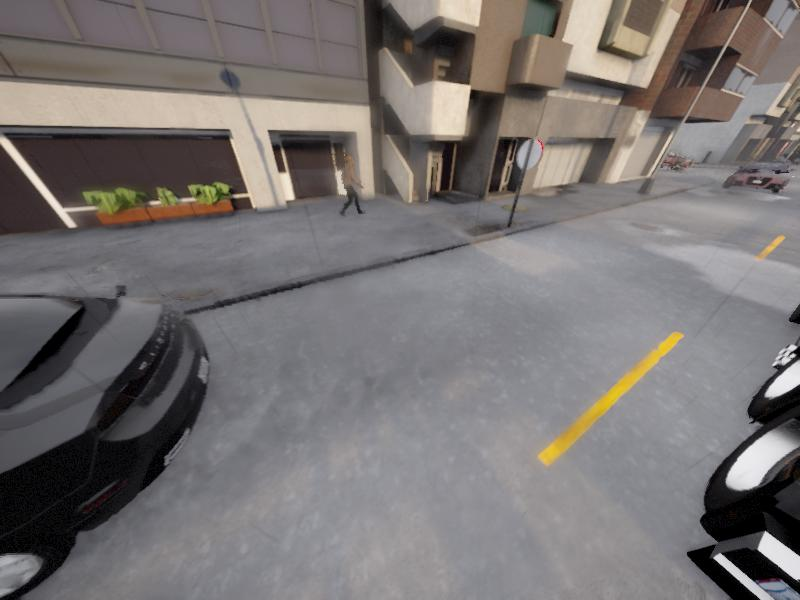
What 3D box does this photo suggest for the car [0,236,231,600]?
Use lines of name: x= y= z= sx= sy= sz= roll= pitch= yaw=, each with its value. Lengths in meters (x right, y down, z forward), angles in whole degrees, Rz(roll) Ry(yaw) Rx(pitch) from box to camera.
car: x=-3.947 y=1.133 z=1.039 sx=4.892 sy=1.490 sz=1.837 roll=-18 pitch=39 yaw=-24

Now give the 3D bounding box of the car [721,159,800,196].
car: x=20.614 y=-7.112 z=13.188 sx=4.181 sy=1.385 sz=1.994 roll=-23 pitch=41 yaw=-30

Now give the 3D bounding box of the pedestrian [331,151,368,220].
pedestrian: x=-1.586 y=-3.682 z=7.436 sx=0.751 sy=1.860 sz=0.751 roll=-16 pitch=38 yaw=-22

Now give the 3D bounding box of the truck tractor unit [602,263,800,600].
truck tractor unit: x=5.104 y=-0.309 z=0.783 sx=6.516 sy=4.208 sz=3.053 roll=-19 pitch=39 yaw=-24

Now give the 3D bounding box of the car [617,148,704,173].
car: x=24.648 y=-13.462 z=22.129 sx=2.152 sy=1.651 sz=5.027 roll=-22 pitch=40 yaw=-28
